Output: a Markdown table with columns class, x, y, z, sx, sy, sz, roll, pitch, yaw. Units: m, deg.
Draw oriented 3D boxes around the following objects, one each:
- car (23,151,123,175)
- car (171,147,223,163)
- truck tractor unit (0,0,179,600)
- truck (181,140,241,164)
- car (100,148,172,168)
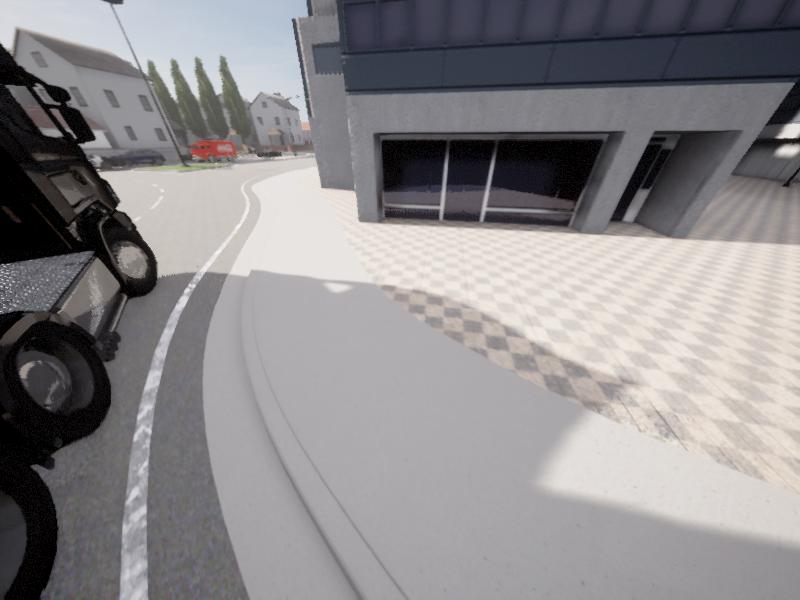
| class | x | y | z | sx | sy | sz | roll | pitch | yaw |
| --- | --- | --- | --- | --- | --- | --- | --- | --- | --- |
| car | -29.994 | -12.830 | 21.476 | 2.038 | 1.542 | 4.974 | 17 | 38 | 24 |
| car | -28.168 | -20.361 | 32.381 | 1.930 | 1.638 | 5.238 | 8 | 35 | 12 |
| truck tractor unit | -4.549 | -0.649 | 1.294 | 3.053 | 4.208 | 6.516 | -22 | 40 | -28 |
| truck | -24.960 | -19.845 | 30.919 | 2.627 | 2.467 | 5.204 | 9 | 34 | 12 |
| car | -30.489 | -16.626 | 26.937 | 2.033 | 1.649 | 4.856 | 13 | 37 | 19 |
